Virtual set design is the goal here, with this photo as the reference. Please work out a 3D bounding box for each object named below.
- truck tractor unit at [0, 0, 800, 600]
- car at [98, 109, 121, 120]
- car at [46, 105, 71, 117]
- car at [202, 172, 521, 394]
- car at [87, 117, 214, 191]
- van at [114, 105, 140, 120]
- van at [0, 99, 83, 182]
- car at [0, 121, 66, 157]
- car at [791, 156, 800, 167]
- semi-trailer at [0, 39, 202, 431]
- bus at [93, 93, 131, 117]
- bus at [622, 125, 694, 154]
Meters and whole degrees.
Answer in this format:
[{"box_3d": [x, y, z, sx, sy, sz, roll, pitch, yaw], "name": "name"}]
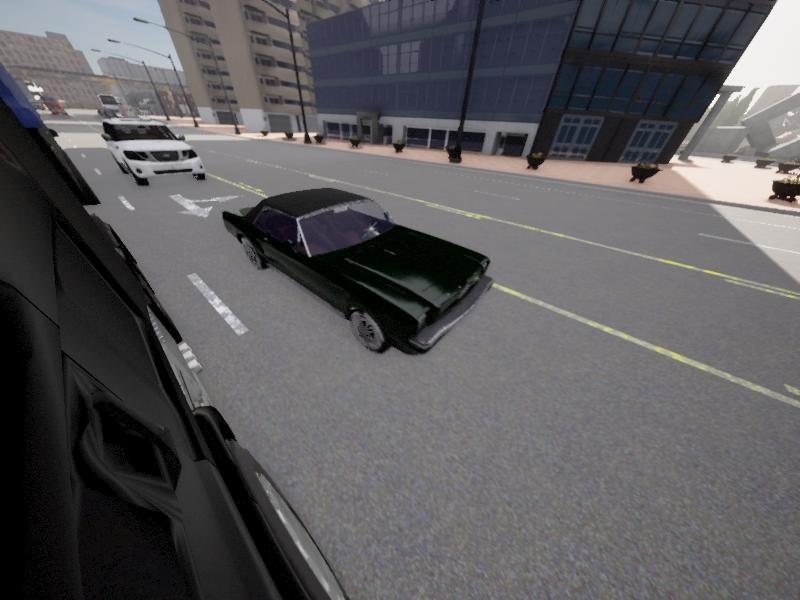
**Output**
[{"box_3d": [-2.645, -0.295, 0.351, 6.516, 4.208, 3.053, 28, 44, 30], "name": "truck tractor unit"}, {"box_3d": [-64.530, -41.184, 51.307, 4.902, 1.511, 2.128, 29, 44, 28], "name": "car"}, {"box_3d": [-73.121, -40.464, 49.427, 4.611, 1.667, 2.242, 29, 44, 28], "name": "car"}, {"box_3d": [-0.981, -0.929, 3.753, 4.718, 1.301, 1.895, 28, 44, 30], "name": "car"}, {"box_3d": [-10.484, -6.289, 9.677, 5.566, 2.045, 2.150, 28, 43, 30], "name": "car"}, {"box_3d": [-64.284, -44.267, 54.463, 6.366, 2.431, 2.351, 29, 44, 28], "name": "van"}, {"box_3d": [-16.523, -6.930, 9.824, 6.366, 2.431, 2.351, 28, 43, 29], "name": "van"}, {"box_3d": [-23.386, -10.182, 14.497, 4.902, 1.511, 2.128, 28, 43, 30], "name": "car"}, {"box_3d": [59.648, -18.973, 31.982, 5.357, 1.411, 2.033, 26, 43, 26], "name": "car"}, {"box_3d": [-8.729, -3.586, 4.193, 14.254, 4.402, 2.717, 28, 43, 29], "name": "semi-trailer"}, {"box_3d": [-75.185, -51.024, 60.631, 3.944, 4.253, 10.273, -23, 45, -31], "name": "bus"}, {"box_3d": [52.086, -33.025, 47.416, 3.944, 4.253, 10.273, 8, 38, 6], "name": "bus"}]
